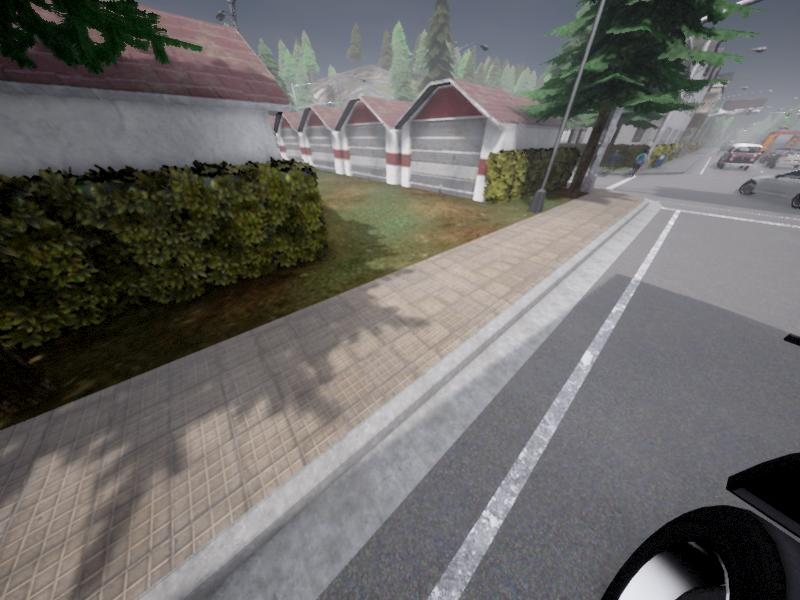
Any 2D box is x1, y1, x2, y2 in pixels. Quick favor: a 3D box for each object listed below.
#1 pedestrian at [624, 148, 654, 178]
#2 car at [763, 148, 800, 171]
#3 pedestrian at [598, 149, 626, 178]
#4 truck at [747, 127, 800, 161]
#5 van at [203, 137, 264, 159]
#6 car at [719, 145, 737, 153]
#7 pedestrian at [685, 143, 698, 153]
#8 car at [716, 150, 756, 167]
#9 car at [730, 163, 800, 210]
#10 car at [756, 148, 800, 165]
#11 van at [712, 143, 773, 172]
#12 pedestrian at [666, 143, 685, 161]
[{"bbox_3d":[17.818,-10.198,17.246,0.751,1.860,0.751,-27,44,-34],"label":"pedestrian"},{"bbox_3d":[38.863,-14.016,22.952,5.027,1.651,2.152,-27,43,-33],"label":"car"},{"bbox_3d":[16.390,-10.579,17.887,0.751,1.860,0.751,-19,40,-26],"label":"pedestrian"},{"bbox_3d":[55.706,-23.170,34.275,8.468,3.827,2.891,-26,43,-33],"label":"truck"},{"bbox_3d":[-23.826,-21.988,33.339,6.366,2.431,2.351,-26,43,-33],"label":"van"},{"bbox_3d":[76.036,-35.102,53.558,4.892,1.490,1.837,-26,43,-33],"label":"car"},{"bbox_3d":[61.636,-32.110,48.828,0.751,1.860,0.751,2,35,2],"label":"pedestrian"},{"bbox_3d":[37.761,-16.059,26.082,4.181,1.385,1.994,-27,43,-33],"label":"car"},{"bbox_3d":[18.577,-5.158,10.474,1.812,1.442,4.674,11,37,16],"label":"car"},{"bbox_3d":[46.464,-17.765,28.470,4.974,1.542,2.038,-27,43,-33],"label":"car"},{"bbox_3d":[32.282,-13.639,21.983,2.069,2.038,4.480,30,44,35],"label":"van"},{"bbox_3d":[33.748,-18.167,28.320,0.751,1.860,0.751,26,42,31],"label":"pedestrian"}]
